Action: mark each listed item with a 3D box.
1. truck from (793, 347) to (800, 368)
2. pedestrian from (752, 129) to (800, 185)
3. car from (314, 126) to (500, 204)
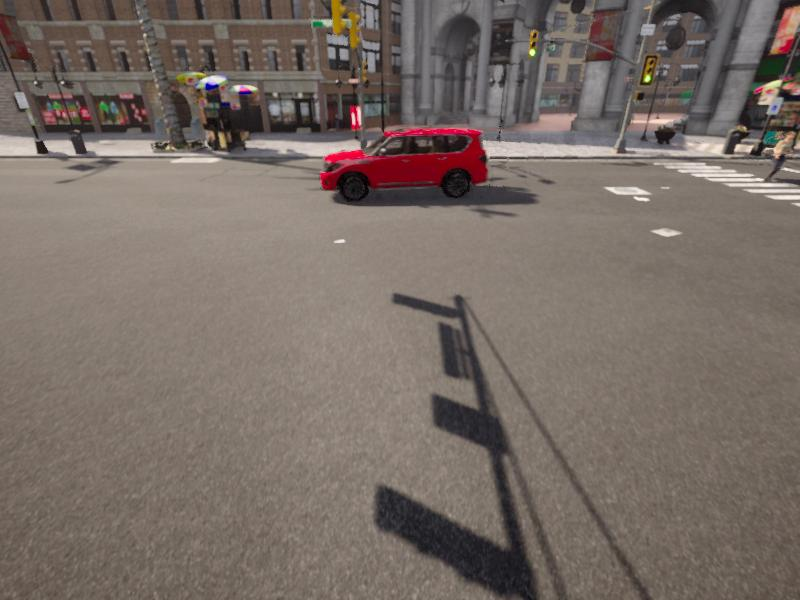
[{"bbox_3d":[5.093,1.103,0.261,2.891,3.827,8.468,8,28,16],"label":"truck"},{"bbox_3d":[13.967,-5.260,14.706,0.751,1.860,0.751,1,27,2],"label":"pedestrian"},{"bbox_3d":[0.155,-4.550,13.259,5.566,2.045,2.150,-4,27,-7],"label":"car"}]
